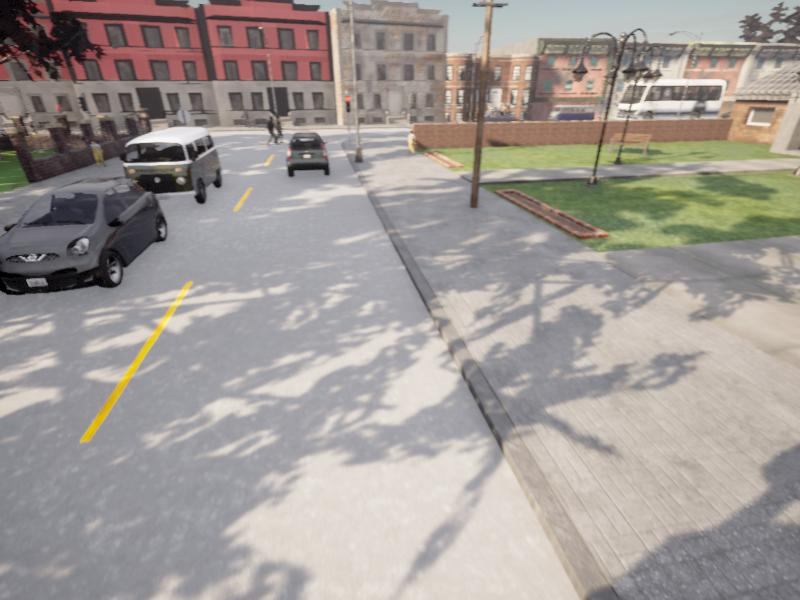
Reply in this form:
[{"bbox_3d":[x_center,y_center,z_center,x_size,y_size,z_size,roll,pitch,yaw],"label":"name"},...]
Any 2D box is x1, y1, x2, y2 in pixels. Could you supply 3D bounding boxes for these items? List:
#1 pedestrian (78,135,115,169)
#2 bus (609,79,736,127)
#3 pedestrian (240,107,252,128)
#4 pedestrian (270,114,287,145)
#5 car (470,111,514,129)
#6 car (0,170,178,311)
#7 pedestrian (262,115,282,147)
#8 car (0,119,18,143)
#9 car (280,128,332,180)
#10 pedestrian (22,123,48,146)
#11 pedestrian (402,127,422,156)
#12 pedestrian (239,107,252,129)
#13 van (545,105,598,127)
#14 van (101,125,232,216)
[{"bbox_3d":[-13.558,-6.636,17.926,0.751,1.300,0.751,-5,28,-9],"label":"pedestrian"},{"bbox_3d":[28.284,-20.690,41.907,10.273,4.253,3.944,-5,28,-9],"label":"bus"},{"bbox_3d":[-15.299,-18.203,39.797,0.751,1.860,0.751,-8,28,-15],"label":"pedestrian"},{"bbox_3d":[-8.185,-11.537,27.013,0.751,1.860,0.751,-1,27,-1],"label":"pedestrian"},{"bbox_3d":[9.021,-17.783,39.410,3.633,1.501,1.845,-5,28,-10],"label":"car"},{"bbox_3d":[-5.990,-1.376,7.669,1.845,1.501,3.633,-5,28,-9],"label":"car"},{"bbox_3d":[-8.209,-10.853,25.685,0.751,1.860,0.751,4,28,9],"label":"pedestrian"},{"bbox_3d":[-31.363,-12.209,28.976,4.892,1.490,1.837,-6,28,-10],"label":"car"},{"bbox_3d":[-4.048,-6.519,17.559,1.851,1.617,3.988,-5,28,-10],"label":"car"},{"bbox_3d":[-23.948,-10.895,26.290,0.751,1.300,0.751,19,33,33],"label":"pedestrian"},{"bbox_3d":[0.646,-8.407,21.221,0.751,1.300,0.751,-19,32,-31],"label":"pedestrian"},{"bbox_3d":[-14.787,-17.452,38.334,0.751,1.860,0.751,-14,30,-24],"label":"pedestrian"},{"bbox_3d":[17.375,-18.751,40.719,4.442,1.987,1.775,-5,28,-10],"label":"van"},{"bbox_3d":[-7.153,-4.390,12.977,2.069,2.038,4.480,-5,28,-9],"label":"van"}]
